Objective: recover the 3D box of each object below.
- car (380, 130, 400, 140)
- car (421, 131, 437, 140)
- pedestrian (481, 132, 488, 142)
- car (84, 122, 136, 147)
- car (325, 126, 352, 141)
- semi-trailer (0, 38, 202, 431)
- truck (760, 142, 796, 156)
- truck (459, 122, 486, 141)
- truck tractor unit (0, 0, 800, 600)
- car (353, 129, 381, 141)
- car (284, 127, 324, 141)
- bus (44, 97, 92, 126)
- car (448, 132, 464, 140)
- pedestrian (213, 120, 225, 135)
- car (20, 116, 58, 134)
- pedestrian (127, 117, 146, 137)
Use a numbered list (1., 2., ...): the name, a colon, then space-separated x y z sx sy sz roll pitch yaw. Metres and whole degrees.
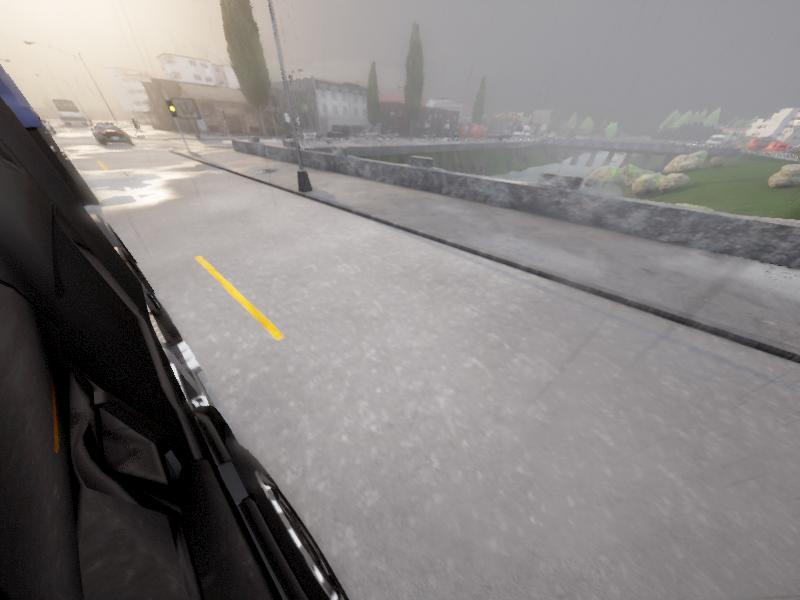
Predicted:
1. car: -1.947 -33.607 47.063 1.851 1.617 3.988 28 44 30
2. car: 7.004 -39.691 55.724 1.851 1.617 3.988 28 44 30
3. pedestrian: 18.681 -36.082 51.181 0.751 1.860 0.751 32 46 33
4. car: -25.868 -14.812 20.600 4.974 1.542 2.038 28 44 30
5. car: -10.247 -28.058 38.920 1.905 1.878 3.866 28 44 30
6. semi-trailer: -8.744 -3.566 4.193 14.254 4.402 2.717 28 43 29
7. truck: 92.016 -36.887 56.346 2.627 2.467 5.204 28 44 30
8. truck: 19.679 -45.454 62.320 2.891 3.827 8.468 28 44 30
9. truck tractor unit: -2.645 -0.295 0.351 6.516 4.208 3.053 28 44 30
10. car: -6.064 -30.803 43.061 2.152 1.651 5.027 28 44 30
11. car: -14.429 -25.050 34.954 2.038 1.542 4.974 29 44 30
12. bus: -69.312 -39.163 48.235 10.273 4.253 3.944 28 44 30
13. car: 15.549 -45.512 63.980 1.930 1.638 5.238 28 44 30
14. pedestrian: -29.697 -28.337 37.945 0.751 1.860 0.751 -3 37 -8
15. car: -43.739 -21.258 28.071 3.988 1.617 1.851 28 44 30
16. pedestrian: -31.146 -20.466 27.329 0.751 1.860 0.751 -25 45 -32
